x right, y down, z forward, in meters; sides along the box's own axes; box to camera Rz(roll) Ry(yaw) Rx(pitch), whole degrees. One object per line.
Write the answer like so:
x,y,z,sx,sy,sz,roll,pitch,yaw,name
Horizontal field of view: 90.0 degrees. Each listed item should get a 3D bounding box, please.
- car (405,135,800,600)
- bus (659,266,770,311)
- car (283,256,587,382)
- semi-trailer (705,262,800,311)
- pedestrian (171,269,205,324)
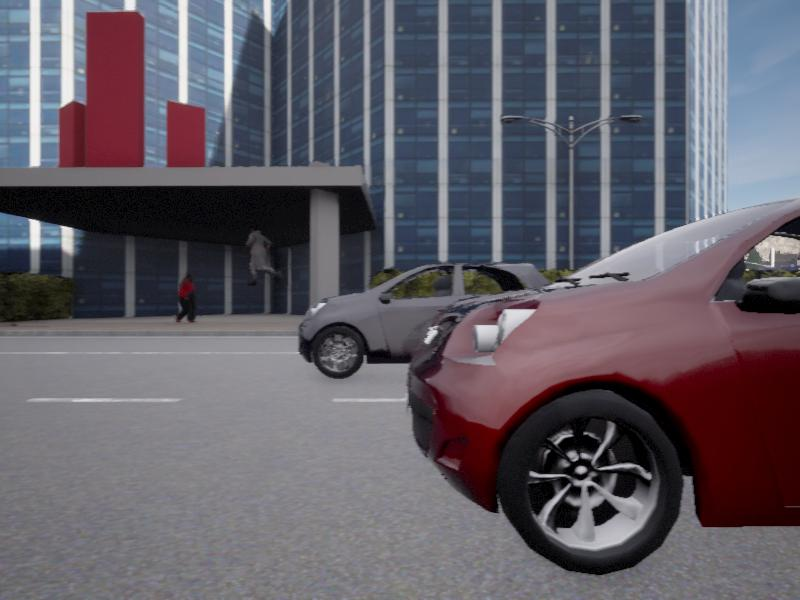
1.854,0.227,2.199,3.633,1.501,1.845,0,0,0,car
33.328,-1.142,43.248,3.944,4.253,10.273,0,0,0,bus
0.415,0.227,5.698,3.633,1.501,1.845,0,0,0,car
37.246,-1.230,39.915,2.717,4.402,14.254,-1,0,0,semi-trailer
-7.401,-0.114,14.005,0.751,1.860,0.751,0,0,10,pedestrian
